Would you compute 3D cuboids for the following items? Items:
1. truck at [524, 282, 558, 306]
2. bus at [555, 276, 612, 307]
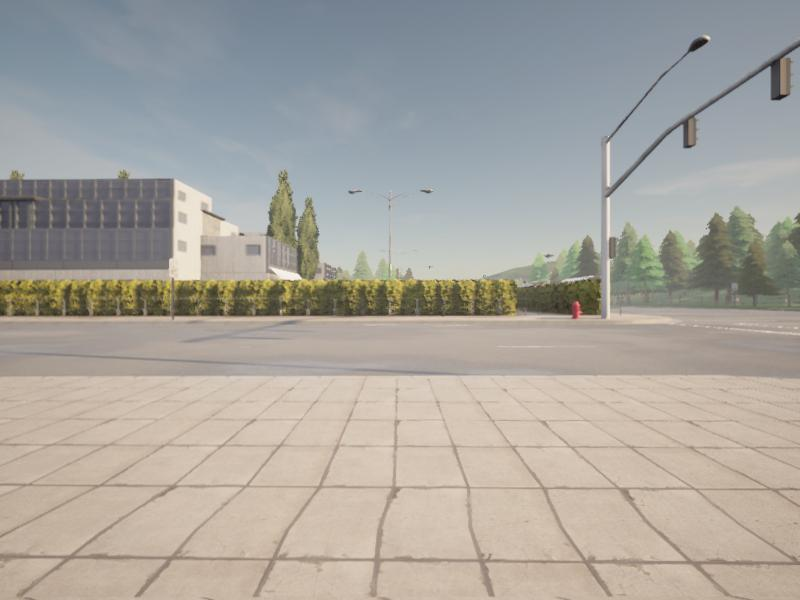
[{"bbox_3d":[23.816,-0.962,67.860,2.891,3.827,8.468,0,0,1],"label":"truck"},{"bbox_3d":[27.057,-1.177,59.693,3.944,4.253,10.273,0,0,1],"label":"bus"}]
